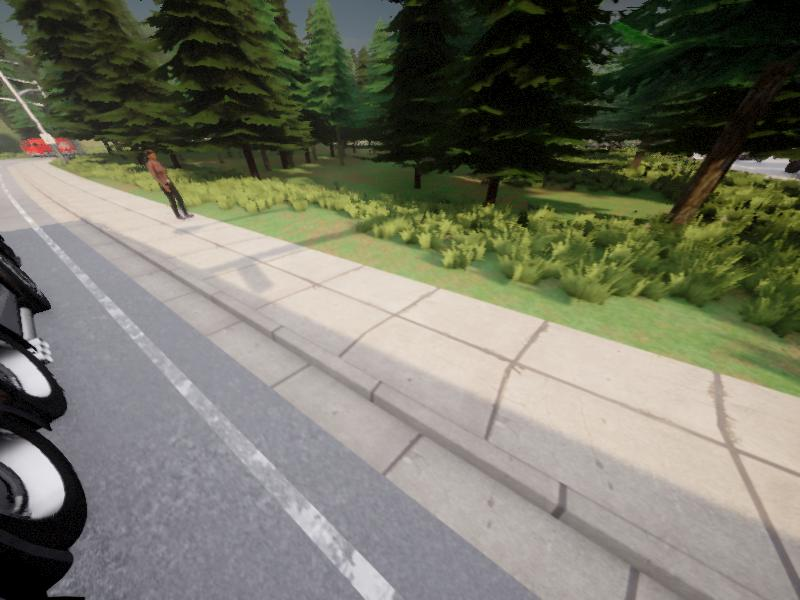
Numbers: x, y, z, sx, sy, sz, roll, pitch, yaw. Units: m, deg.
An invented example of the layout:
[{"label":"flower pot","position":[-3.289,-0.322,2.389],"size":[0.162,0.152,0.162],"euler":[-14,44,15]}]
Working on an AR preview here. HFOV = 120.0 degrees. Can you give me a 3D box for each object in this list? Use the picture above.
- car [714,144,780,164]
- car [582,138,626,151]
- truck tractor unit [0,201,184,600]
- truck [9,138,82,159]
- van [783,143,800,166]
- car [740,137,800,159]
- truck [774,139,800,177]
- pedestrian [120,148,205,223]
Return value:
[{"label":"car","position":[33.024,-14.093,22.207],"size":[1.895,1.301,4.718],"euler":[20,40,26]},{"label":"car","position":[33.889,-25.957,38.546],"size":[5.238,1.638,1.930],"euler":[23,41,29]},{"label":"truck tractor unit","position":[-5.003,-0.397,0.915],"size":[6.516,4.208,3.053],"euler":[23,42,29]},{"label":"truck","position":[-54.299,-23.471,35.653],"size":[2.627,2.467,5.204],"euler":[-2,35,-2]},{"label":"van","position":[33.617,-11.341,17.344],"size":[2.351,2.431,6.366],"euler":[20,40,27]},{"label":"car","position":[39.473,-16.331,24.747],"size":[1.905,1.878,3.866],"euler":[20,40,27]},{"label":"truck","position":[26.093,-8.191,13.304],"size":[2.390,2.098,6.274],"euler":[21,41,27]},{"label":"pedestrian","position":[-6.835,-3.322,6.787],"size":[0.751,1.860,0.751],"euler":[1,35,2]}]
